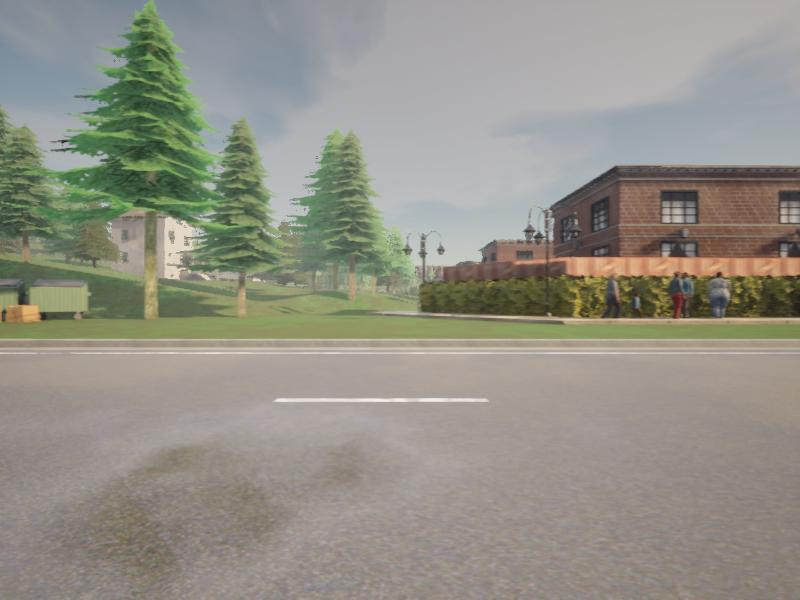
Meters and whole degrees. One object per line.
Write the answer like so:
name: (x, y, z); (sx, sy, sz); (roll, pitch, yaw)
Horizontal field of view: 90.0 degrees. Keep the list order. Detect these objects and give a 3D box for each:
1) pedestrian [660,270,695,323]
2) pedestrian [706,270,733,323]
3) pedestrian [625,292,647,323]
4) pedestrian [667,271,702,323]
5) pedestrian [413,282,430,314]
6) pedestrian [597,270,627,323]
pedestrian: (9.914, -0.116, 14.332); (0.751, 1.860, 0.751); (0, 0, 2)
pedestrian: (11.610, -0.116, 14.554); (0.751, 1.860, 0.751); (0, 0, 39)
pedestrian: (8.534, 0.264, 14.467); (0.500, 1.100, 0.500); (0, 0, -3)
pedestrian: (10.401, -0.116, 14.634); (0.751, 1.860, 0.751); (0, 0, -8)
pedestrian: (1.292, -0.115, 24.332); (0.751, 1.860, 0.751); (0, 0, 39)
pedestrian: (7.674, -0.115, 14.512); (0.751, 1.860, 0.751); (0, 0, 6)
